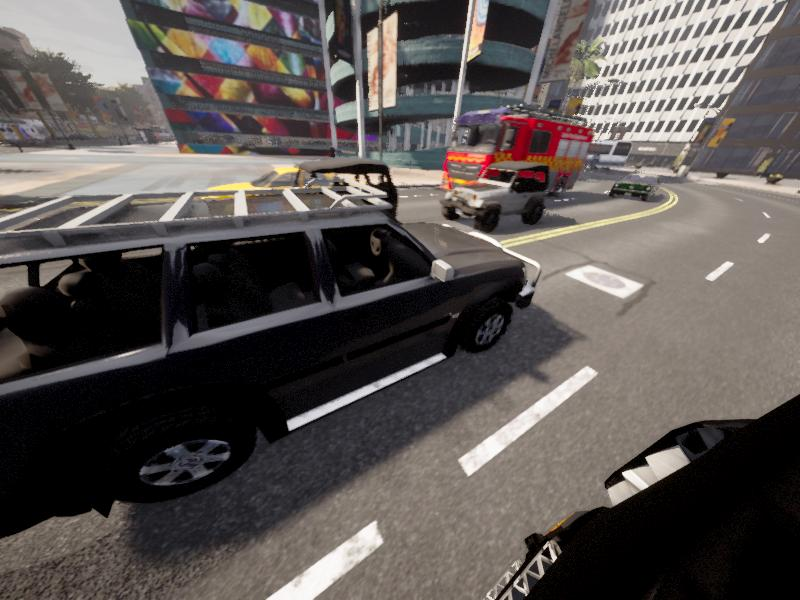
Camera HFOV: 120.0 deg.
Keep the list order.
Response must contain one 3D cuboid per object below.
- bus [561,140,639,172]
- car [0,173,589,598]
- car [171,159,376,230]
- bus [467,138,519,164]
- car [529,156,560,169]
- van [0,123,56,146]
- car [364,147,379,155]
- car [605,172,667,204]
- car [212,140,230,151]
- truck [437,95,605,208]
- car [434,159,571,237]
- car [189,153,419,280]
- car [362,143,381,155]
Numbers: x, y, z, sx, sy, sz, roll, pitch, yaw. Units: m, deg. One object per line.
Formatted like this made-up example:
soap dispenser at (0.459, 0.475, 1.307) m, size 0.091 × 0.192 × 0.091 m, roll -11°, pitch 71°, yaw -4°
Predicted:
bus at (35.012, -25.952, 41.512) m, size 3.944 × 4.253 × 10.273 m, roll 0°, pitch 34°, yaw -5°
car at (-0.675, -0.175, 2.435) m, size 4.605 × 1.855 × 1.932 m, roll -16°, pitch 38°, yaw -26°
car at (-3.626, -3.707, 7.763) m, size 5.366 × 1.575 × 1.801 m, roll -16°, pitch 38°, yaw -26°
bus at (20.551, -33.734, 52.047) m, size 3.944 × 4.253 × 10.273 m, roll -13°, pitch 38°, yaw -23°
car at (24.779, -23.687, 39.808) m, size 2.038 × 1.542 × 4.974 m, roll 0°, pitch 34°, yaw -4°
van at (-52.419, -23.023, 32.211) m, size 2.351 × 2.431 × 6.366 m, roll -16°, pitch 38°, yaw -26°
car at (-6.897, -36.070, 55.827) m, size 2.007 × 1.523 × 4.514 m, roll -16°, pitch 38°, yaw -26°
car at (15.085, -7.240, 14.705) m, size 4.718 × 1.301 × 1.895 m, roll -25°, pitch 43°, yaw -35°
car at (-32.627, -28.302, 42.269) m, size 2.161 × 1.482 × 4.786 m, roll -16°, pitch 38°, yaw -26°
truck at (6.415, -7.562, 12.264) m, size 8.468 × 3.827 × 2.891 m, roll -18°, pitch 39°, yaw -28°
car at (3.405, -3.638, 7.907) m, size 3.866 × 1.878 × 1.905 m, roll -17°, pitch 38°, yaw -26°
car at (-1.790, -2.121, 5.250) m, size 3.866 × 1.878 × 1.905 m, roll -17°, pitch 38°, yaw -27°
car at (-6.851, -36.367, 55.568) m, size 2.435 × 2.045 × 5.566 m, roll -16°, pitch 38°, yaw -26°
